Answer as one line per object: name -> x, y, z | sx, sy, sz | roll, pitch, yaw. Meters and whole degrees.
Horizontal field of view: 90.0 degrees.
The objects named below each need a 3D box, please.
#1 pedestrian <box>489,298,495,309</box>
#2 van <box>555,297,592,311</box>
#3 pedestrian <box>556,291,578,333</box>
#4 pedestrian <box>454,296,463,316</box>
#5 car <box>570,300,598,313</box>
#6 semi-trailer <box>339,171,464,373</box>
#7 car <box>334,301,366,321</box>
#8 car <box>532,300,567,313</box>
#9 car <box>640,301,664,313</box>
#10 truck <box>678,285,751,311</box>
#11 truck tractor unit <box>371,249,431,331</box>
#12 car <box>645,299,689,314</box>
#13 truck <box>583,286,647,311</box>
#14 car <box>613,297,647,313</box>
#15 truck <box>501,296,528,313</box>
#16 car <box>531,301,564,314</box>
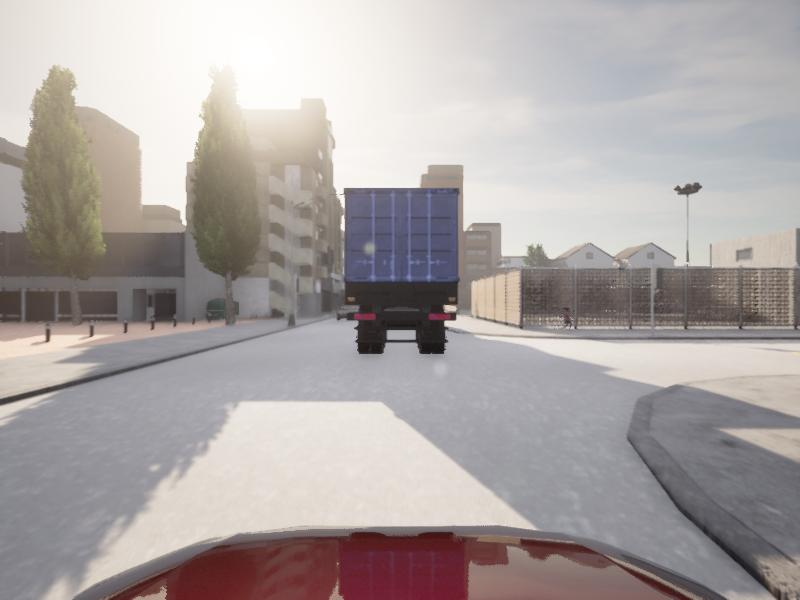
pedestrian -> 15.717, 0.583, 68.603 | 0.751, 1.860, 0.751 | 0, 0, -6
van -> 25.726, 0.622, 59.409 | 4.480, 2.038, 2.069 | 0, 0, 0
pedestrian -> 7.713, 0.541, 18.476 | 0.751, 1.860, 0.751 | 0, 0, 5
pedestrian -> 5.397, 0.565, 36.883 | 0.751, 1.860, 0.751 | 0, 0, 0
car -> 22.673, 0.798, 49.397 | 1.845, 1.501, 3.633 | 0, 0, 0
semi-trailer -> 0.047, -0.607, 15.841 | 2.717, 4.402, 14.254 | 0, 0, 0
car -> -3.939, 0.856, 32.338 | 2.007, 1.525, 4.514 | 0, 0, 0
car -> 18.219, 0.788, 48.840 | 3.705, 1.547, 1.789 | 0, 0, 0
car -> 29.946, 0.836, 47.582 | 1.481, 1.379, 2.207 | 0, 0, 0
truck -> 46.460, -0.269, 59.262 | 8.468, 3.827, 2.891 | 0, 0, 1
truck tractor unit -> 0.052, -0.507, 23.759 | 3.053, 4.208, 6.516 | 0, 0, 0
car -> 32.078, 0.732, 48.186 | 2.242, 1.667, 4.611 | 0, 0, 0
truck -> 33.957, -0.267, 63.393 | 8.468, 3.827, 2.891 | 0, 0, 0
car -> 27.788, 0.627, 48.453 | 1.905, 1.878, 3.866 | 0, 0, 0
truck -> 14.033, 0.548, 49.178 | 2.069, 2.038, 4.478 | 0, 0, 0
car -> 17.993, 0.860, 49.000 | 2.033, 1.415, 5.357 | 0, 0, 0
